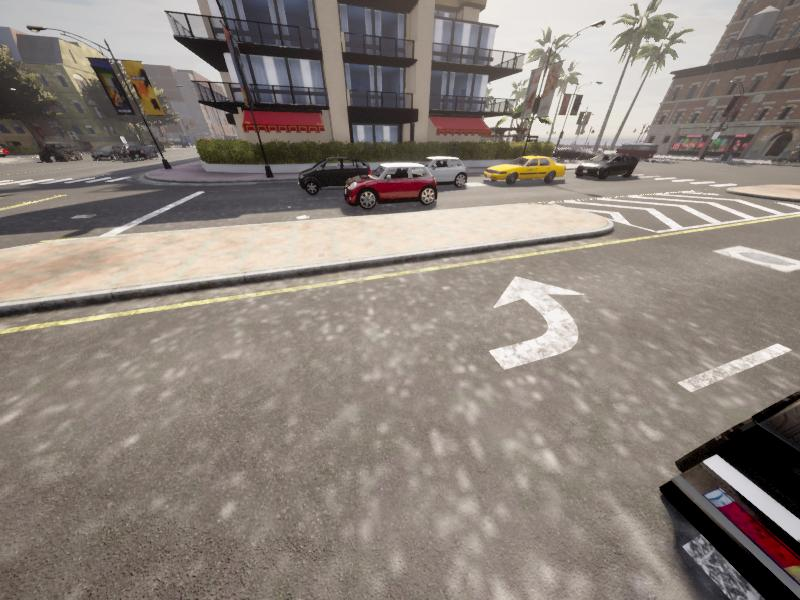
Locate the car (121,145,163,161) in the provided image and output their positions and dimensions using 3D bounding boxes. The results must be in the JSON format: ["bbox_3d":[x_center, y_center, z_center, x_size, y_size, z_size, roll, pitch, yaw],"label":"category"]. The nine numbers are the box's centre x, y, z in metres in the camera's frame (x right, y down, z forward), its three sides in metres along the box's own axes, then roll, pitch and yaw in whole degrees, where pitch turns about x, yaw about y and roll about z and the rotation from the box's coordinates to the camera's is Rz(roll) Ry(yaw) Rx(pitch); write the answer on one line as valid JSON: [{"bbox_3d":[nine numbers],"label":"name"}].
[{"bbox_3d":[-32.089,-18.450,28.934,1.845,1.501,3.633,-10,36,-15],"label":"car"}]

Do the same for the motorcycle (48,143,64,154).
[{"bbox_3d":[-57.957,-25.515,38.885,2.356,1.277,0.764,28,53,34],"label":"motorcycle"}]

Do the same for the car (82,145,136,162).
[{"bbox_3d":[-35.581,-18.117,28.461,1.837,1.490,4.892,-10,36,-15],"label":"car"}]

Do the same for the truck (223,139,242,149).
[{"bbox_3d":[-45.168,-42.158,62.391,2.390,2.098,6.274,-10,36,-15],"label":"truck"}]

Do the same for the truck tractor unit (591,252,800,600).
[{"bbox_3d":[5.283,-0.073,0.453,6.516,4.208,3.053,-10,36,-14],"label":"truck tractor unit"}]

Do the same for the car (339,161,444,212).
[{"bbox_3d":[-0.414,-4.822,9.630,3.806,1.475,1.970,-10,36,-14],"label":"car"}]

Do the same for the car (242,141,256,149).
[{"bbox_3d":[-42.343,-43.479,64.710,2.033,1.649,4.856,-10,36,-15],"label":"car"}]

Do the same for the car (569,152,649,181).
[{"bbox_3d":[15.182,-9.818,16.874,4.514,1.525,2.007,-13,37,-18],"label":"car"}]

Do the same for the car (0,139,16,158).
[{"bbox_3d":[-56.752,-20.048,30.602,5.566,2.045,2.150,-9,36,-13],"label":"car"}]

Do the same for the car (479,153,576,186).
[{"bbox_3d":[8.068,-8.448,14.808,5.366,1.575,1.801,-10,36,-14],"label":"car"}]

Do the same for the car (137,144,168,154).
[{"bbox_3d":[-44.355,-27.264,41.580,1.812,1.442,4.674,-10,36,-15],"label":"car"}]

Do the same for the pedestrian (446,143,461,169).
[{"bbox_3d":[4.578,-12.433,19.953,0.751,1.860,0.751,-10,36,-15],"label":"pedestrian"}]

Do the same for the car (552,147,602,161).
[{"bbox_3d":[24.413,-20.335,32.161,2.033,1.411,5.357,-8,36,-12],"label":"car"}]

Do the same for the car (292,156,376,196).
[{"bbox_3d":[-3.305,-6.441,11.868,3.705,1.549,1.789,-10,36,-14],"label":"car"}]

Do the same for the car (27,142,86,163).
[{"bbox_3d":[-38.718,-16.824,26.233,1.905,1.878,3.866,-16,38,-23],"label":"car"}]

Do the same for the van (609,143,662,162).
[{"bbox_3d":[31.954,-20.275,31.610,1.775,1.987,4.442,-10,36,-14],"label":"van"}]

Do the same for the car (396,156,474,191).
[{"bbox_3d":[1.880,-7.319,13.232,3.806,1.475,1.970,-10,36,-14],"label":"car"}]
